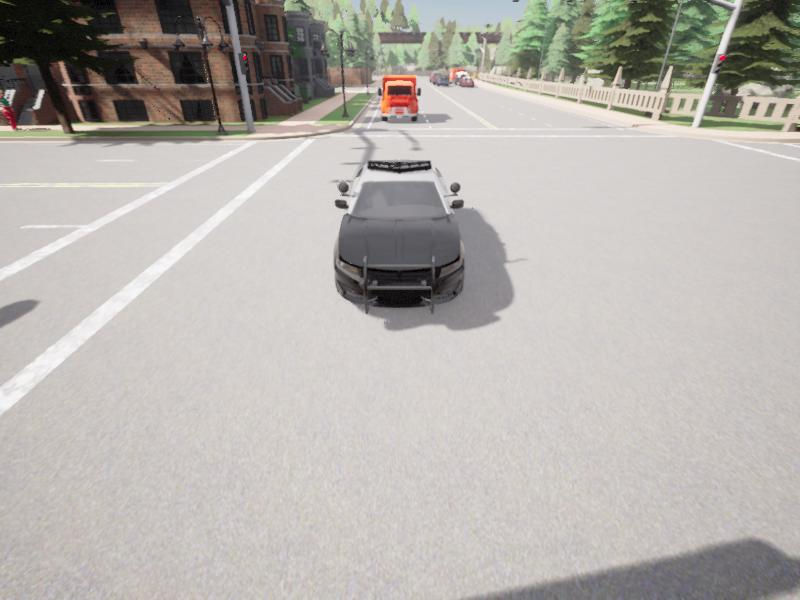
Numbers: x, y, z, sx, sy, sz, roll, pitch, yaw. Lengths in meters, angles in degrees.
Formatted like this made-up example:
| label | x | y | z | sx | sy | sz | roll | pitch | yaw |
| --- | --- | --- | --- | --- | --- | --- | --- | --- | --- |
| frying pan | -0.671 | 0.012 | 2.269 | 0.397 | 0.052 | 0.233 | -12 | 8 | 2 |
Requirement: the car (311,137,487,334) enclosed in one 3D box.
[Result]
| label | x | y | z | sx | sy | sz | roll | pitch | yaw |
| --- | --- | --- | --- | --- | --- | --- | --- | --- | --- |
| car | -0.009 | -1.585 | 7.055 | 1.930 | 1.638 | 5.238 | 0 | 30 | 0 |

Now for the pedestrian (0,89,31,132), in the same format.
| label | x | y | z | sx | sy | sz | roll | pitch | yaw |
| --- | --- | --- | --- | --- | --- | --- | --- | --- | --- |
| pedestrian | -19.348 | -9.369 | 19.770 | 0.751 | 1.860 | 0.751 | 0 | 30 | -1 |

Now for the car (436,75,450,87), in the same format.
| label | x | y | z | sx | sy | sz | roll | pitch | yaw |
| --- | --- | --- | --- | --- | --- | --- | --- | --- | --- |
| car | 6.930 | -35.511 | 64.935 | 1.851 | 1.617 | 3.988 | 0 | 30 | 0 |

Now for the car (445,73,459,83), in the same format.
| label | x | y | z | sx | sy | sz | roll | pitch | yaw |
| --- | --- | --- | --- | --- | --- | --- | --- | --- | --- |
| car | 10.411 | -44.465 | 80.183 | 2.033 | 1.649 | 4.856 | 0 | 30 | 0 |

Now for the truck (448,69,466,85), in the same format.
| label | x | y | z | sx | sy | sz | roll | pitch | yaw |
| --- | --- | --- | --- | --- | --- | --- | --- | --- | --- |
| truck | 10.422 | -41.034 | 73.499 | 2.627 | 2.467 | 5.204 | 0 | 30 | 0 |

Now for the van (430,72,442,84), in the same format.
| label | x | y | z | sx | sy | sz | roll | pitch | yaw |
| --- | --- | --- | --- | --- | --- | --- | --- | --- | --- |
| van | 6.915 | -42.688 | 76.797 | 1.775 | 1.987 | 4.442 | 0 | 30 | 0 |

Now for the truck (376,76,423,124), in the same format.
| label | x | y | z | sx | sy | sz | roll | pitch | yaw |
| --- | --- | --- | --- | --- | --- | --- | --- | --- | --- |
| truck | -0.028 | -12.841 | 25.448 | 2.627 | 2.467 | 5.204 | 0 | 30 | 0 |

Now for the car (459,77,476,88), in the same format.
| label | x | y | z | sx | sy | sz | roll | pitch | yaw |
| --- | --- | --- | --- | --- | --- | --- | --- | --- | --- |
| car | 10.432 | -33.933 | 62.374 | 1.970 | 1.475 | 3.806 | 0 | 30 | 0 |

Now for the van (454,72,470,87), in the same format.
| label | x | y | z | sx | sy | sz | roll | pitch | yaw |
| --- | --- | --- | --- | --- | --- | --- | --- | --- | --- |
| van | 10.426 | -37.338 | 67.622 | 2.069 | 2.038 | 4.480 | 0 | 30 | 0 |

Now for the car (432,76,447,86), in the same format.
| label | x | y | z | sx | sy | sz | roll | pitch | yaw |
| --- | --- | --- | --- | --- | --- | --- | --- | --- | --- |
| car | 6.924 | -38.839 | 70.819 | 2.033 | 1.411 | 5.357 | 0 | 30 | 0 |
